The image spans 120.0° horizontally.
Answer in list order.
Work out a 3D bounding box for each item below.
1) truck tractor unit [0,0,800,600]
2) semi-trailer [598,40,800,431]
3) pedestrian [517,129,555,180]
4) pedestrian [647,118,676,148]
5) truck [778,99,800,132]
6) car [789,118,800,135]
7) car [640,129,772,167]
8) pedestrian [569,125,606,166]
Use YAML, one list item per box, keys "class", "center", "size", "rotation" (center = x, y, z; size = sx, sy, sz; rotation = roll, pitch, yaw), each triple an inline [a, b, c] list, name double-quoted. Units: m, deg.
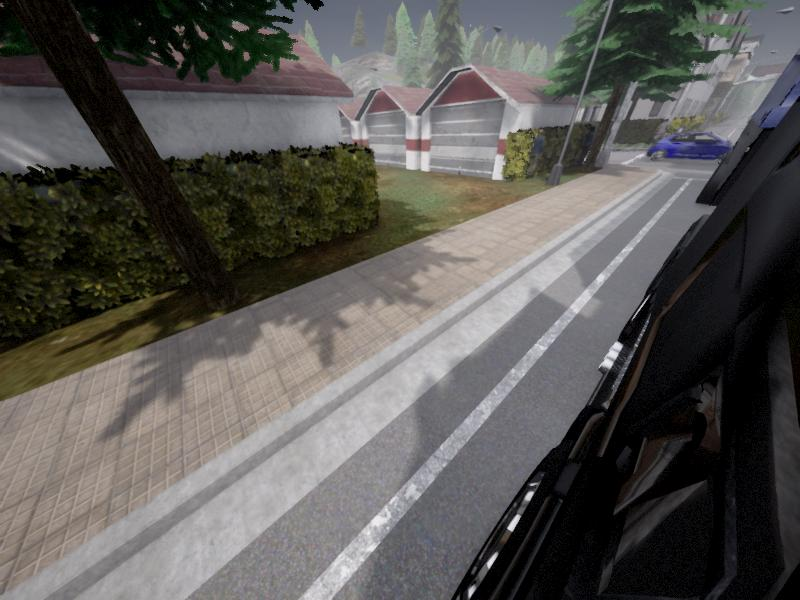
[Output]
- class: "truck tractor unit"
  center: [2.645, -0.295, 0.352]
  size: [6.516, 4.208, 3.053]
  rotation: [-28, 44, -30]
- class: "semi-trailer"
  center: [8.677, -3.622, 4.246]
  size: [14.254, 4.402, 2.717]
  rotation: [-28, 44, -30]
- class: "pedestrian"
  center: [6.074, -6.540, 10.398]
  size: [0.751, 1.860, 0.751]
  rotation: [-25, 42, -27]
- class: "pedestrian"
  center: [20.640, -13.199, 18.273]
  size: [0.751, 1.860, 0.751]
  rotation: [24, 45, 31]
- class: "truck"
  center: [50.094, -22.921, 27.917]
  size: [8.468, 3.827, 2.891]
  rotation: [-28, 44, -30]
- class: "car"
  center: [43.333, -18.348, 24.147]
  size: [4.974, 1.542, 2.038]
  rotation: [-28, 44, -30]
- class: "car"
  center: [17.216, -8.796, 13.291]
  size: [1.816, 1.474, 4.193]
  rotation: [-29, 44, -29]
- class: "pedestrian"
  center: [10.649, -8.785, 13.181]
  size: [0.751, 1.860, 0.751]
  rotation: [-20, 40, -22]
